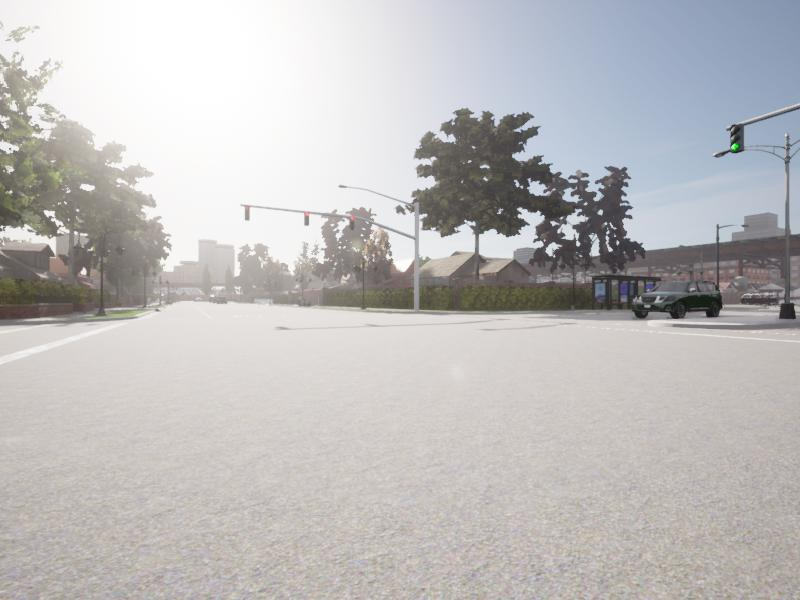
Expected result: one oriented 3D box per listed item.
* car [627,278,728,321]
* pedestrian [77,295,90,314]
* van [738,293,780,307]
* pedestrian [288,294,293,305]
[{"bbox_3d":[14.975,-0.032,21.537,5.566,2.045,2.150,0,0,-28],"label":"car"},{"bbox_3d":[-18.307,0.272,23.167,0.500,1.100,0.500,0,0,-29],"label":"pedestrian"},{"bbox_3d":[56.866,-0.027,63.402,2.069,2.038,4.480,2,-1,-30],"label":"van"},{"bbox_3d":[-18.748,-0.108,68.367,0.751,1.860,0.751,0,0,-27],"label":"pedestrian"}]
